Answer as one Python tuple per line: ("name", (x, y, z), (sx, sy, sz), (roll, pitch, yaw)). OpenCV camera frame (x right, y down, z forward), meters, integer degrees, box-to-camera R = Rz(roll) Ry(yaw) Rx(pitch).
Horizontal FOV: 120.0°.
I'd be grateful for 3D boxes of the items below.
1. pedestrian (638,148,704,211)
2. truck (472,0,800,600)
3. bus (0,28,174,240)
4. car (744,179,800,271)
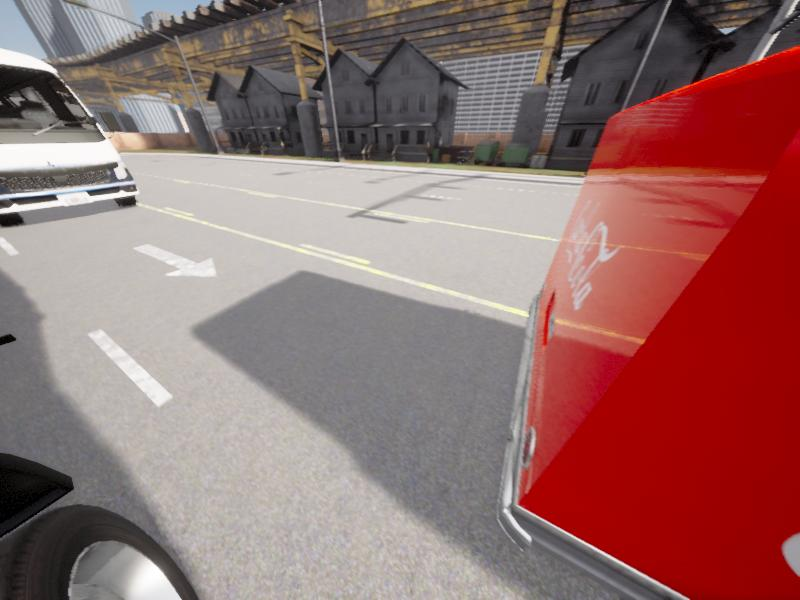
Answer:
("pedestrian", (9.666, -4.333, 8.330), (0.751, 1.860, 0.751), (28, 44, 33))
("truck", (3.374, 0.765, 0.693), (5.204, 2.467, 2.627), (17, 39, 24))
("bus", (-14.002, -5.710, 8.179), (10.273, 4.253, 3.944), (18, 39, 24))
("car", (10.422, -0.808, 3.616), (5.238, 1.638, 1.930), (27, 43, 31))
